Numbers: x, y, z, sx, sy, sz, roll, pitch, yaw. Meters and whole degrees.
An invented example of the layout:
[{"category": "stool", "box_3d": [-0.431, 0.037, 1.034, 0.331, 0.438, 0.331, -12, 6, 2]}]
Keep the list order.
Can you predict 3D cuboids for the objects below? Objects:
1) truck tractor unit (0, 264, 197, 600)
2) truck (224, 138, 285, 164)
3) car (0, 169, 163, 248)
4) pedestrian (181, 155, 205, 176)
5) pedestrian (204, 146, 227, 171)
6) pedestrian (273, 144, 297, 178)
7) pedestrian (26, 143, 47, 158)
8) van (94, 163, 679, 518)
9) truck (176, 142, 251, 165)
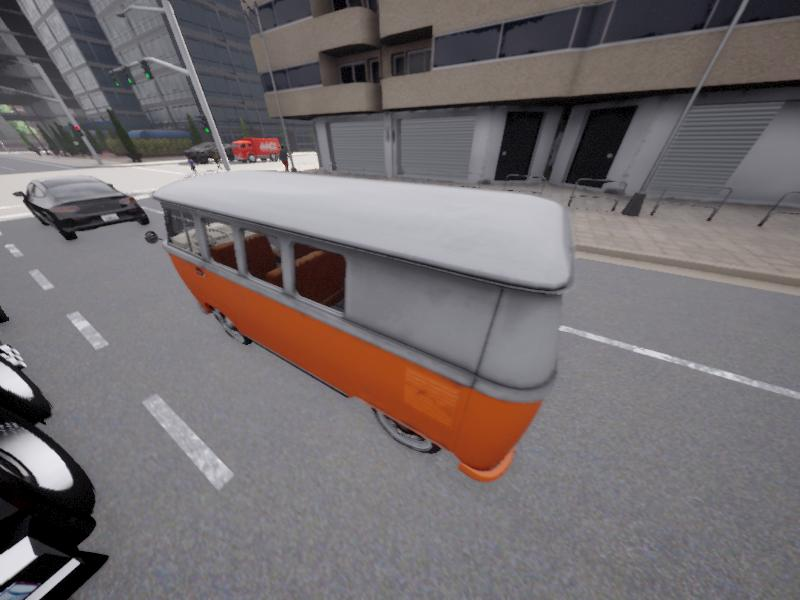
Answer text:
[{"category": "truck tractor unit", "box_3d": [-5.110, -0.303, 0.774, 6.516, 4.208, 3.053, 18, 39, 24]}, {"category": "truck", "box_3d": [-17.556, -18.317, 28.284, 2.627, 2.467, 5.204, 18, 39, 25]}, {"category": "car", "box_3d": [-9.941, -3.047, 7.188, 4.674, 1.442, 1.812, 18, 39, 24]}, {"category": "pedestrian", "box_3d": [-16.072, -10.458, 17.959, 0.751, 1.300, 0.751, 17, 38, 23]}, {"category": "pedestrian", "box_3d": [-16.279, -12.503, 20.407, 0.751, 1.860, 0.751, 22, 41, 29]}, {"category": "pedestrian", "box_3d": [-7.658, -9.274, 15.436, 0.751, 1.860, 0.751, 0, 35, 0]}, {"category": "pedestrian", "box_3d": [-54.846, -22.510, 34.823, 0.751, 1.860, 0.751, 14, 37, 20]}, {"category": "van", "box_3d": [-0.799, -0.285, 2.674, 4.442, 1.987, 1.775, 18, 39, 24]}, {"category": "truck", "box_3d": [-22.079, -17.724, 27.784, 2.390, 2.098, 6.274, 19, 39, 25]}]
